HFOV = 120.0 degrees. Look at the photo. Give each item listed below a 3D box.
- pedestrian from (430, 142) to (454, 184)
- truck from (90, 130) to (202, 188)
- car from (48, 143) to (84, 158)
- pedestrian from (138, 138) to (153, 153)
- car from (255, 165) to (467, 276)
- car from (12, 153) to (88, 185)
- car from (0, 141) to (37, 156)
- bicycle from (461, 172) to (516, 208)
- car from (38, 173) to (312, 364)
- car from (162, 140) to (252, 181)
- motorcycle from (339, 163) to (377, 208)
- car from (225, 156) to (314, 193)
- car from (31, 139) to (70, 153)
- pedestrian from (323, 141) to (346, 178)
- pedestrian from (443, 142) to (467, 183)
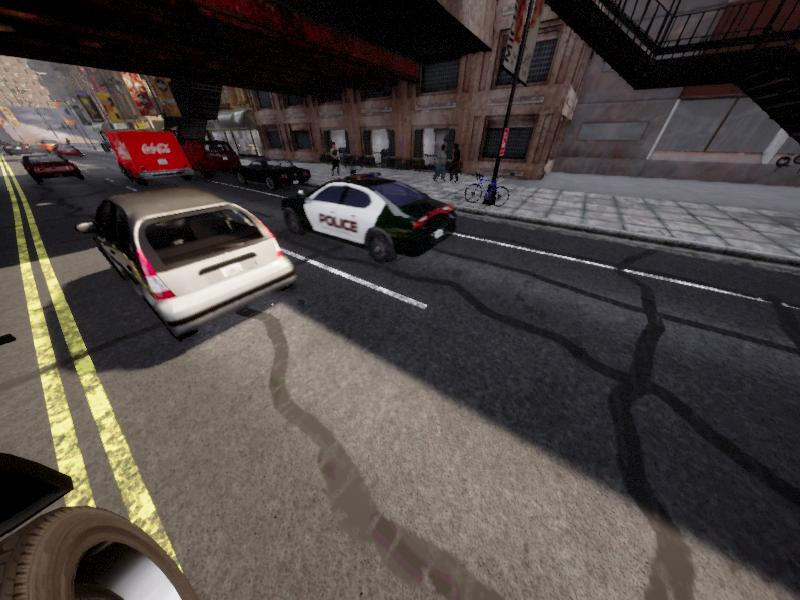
[{"bbox_3d":[2.209,-7.288,12.332,0.751,1.860,0.751,-30,45,-35],"label":"pedestrian"},{"bbox_3d":[-14.864,-8.394,13.576,5.204,2.467,2.627,22,41,28],"label":"truck"},{"bbox_3d":[-44.058,-19.767,30.477,4.181,1.385,1.994,22,41,28],"label":"car"},{"bbox_3d":[-37.901,-23.000,34.363,0.751,1.860,0.751,30,45,35],"label":"pedestrian"},{"bbox_3d":[-1.156,-2.386,5.950,4.974,1.542,2.038,22,41,28],"label":"car"},{"bbox_3d":[-21.764,-8.254,14.356,4.718,1.301,1.895,22,41,28],"label":"car"},{"bbox_3d":[-55.586,-22.032,33.474,4.611,1.667,2.242,20,40,25],"label":"car"},{"bbox_3d":[3.217,-4.067,8.520,1.643,1.024,0.373,22,31,28],"label":"bicycle"},{"bbox_3d":[-3.709,-0.989,3.897,3.988,1.617,1.851,22,41,28],"label":"car"},{"bbox_3d":[-13.208,-9.701,15.813,5.566,2.045,2.435,22,41,28],"label":"car"},{"bbox_3d":[-1.769,-4.766,9.505,0.764,1.277,2.356,-15,38,-21],"label":"motorcycle"},{"bbox_3d":[-7.118,-6.967,12.608,4.718,1.301,1.895,22,41,28],"label":"car"},{"bbox_3d":[-56.099,-24.709,37.047,4.553,1.767,2.097,17,38,22],"label":"car"},{"bbox_3d":[-3.982,-8.597,14.151,0.751,1.860,0.751,24,41,29],"label":"pedestrian"},{"bbox_3d":[2.981,-7.493,12.628,0.751,1.860,0.751,22,41,28],"label":"pedestrian"}]
